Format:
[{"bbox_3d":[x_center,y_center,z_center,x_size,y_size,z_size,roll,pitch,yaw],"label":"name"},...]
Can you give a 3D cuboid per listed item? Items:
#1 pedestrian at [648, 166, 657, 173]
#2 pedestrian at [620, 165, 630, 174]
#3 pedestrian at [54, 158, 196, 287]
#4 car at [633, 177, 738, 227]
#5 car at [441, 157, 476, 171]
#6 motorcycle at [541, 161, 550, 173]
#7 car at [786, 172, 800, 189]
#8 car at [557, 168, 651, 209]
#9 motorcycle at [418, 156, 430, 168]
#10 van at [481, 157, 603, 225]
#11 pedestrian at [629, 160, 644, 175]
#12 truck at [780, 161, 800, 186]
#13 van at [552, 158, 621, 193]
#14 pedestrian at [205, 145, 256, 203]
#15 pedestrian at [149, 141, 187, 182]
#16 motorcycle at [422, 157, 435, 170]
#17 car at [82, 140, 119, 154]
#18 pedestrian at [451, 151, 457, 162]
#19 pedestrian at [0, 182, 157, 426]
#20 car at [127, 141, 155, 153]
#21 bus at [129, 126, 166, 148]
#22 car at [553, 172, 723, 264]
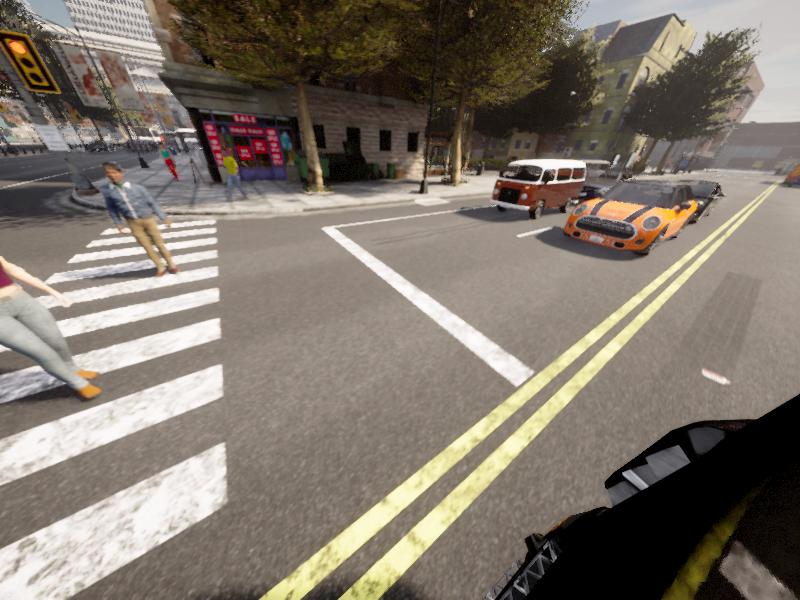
[{"bbox_3d":[43.710,-22.647,40.014,0.500,1.100,0.500,-19,39,-29],"label":"pedestrian"},{"bbox_3d":[34.355,-19.919,35.241,0.500,1.100,0.500,-11,36,-20],"label":"pedestrian"},{"bbox_3d":[-4.380,-1.287,3.920,0.751,1.860,0.751,-18,38,-28],"label":"pedestrian"},{"bbox_3d":[13.094,-4.639,10.560,4.892,1.490,1.837,-19,39,-29],"label":"car"},{"bbox_3d":[8.150,-19.229,32.581,1.895,1.301,4.718,-19,39,-29],"label":"car"},{"bbox_3d":[20.276,-18.639,32.272,0.764,1.277,2.356,8,32,26],"label":"motorcycle"},{"bbox_3d":[47.402,-13.969,26.983,3.705,1.549,1.789,-19,39,-29],"label":"car"},{"bbox_3d":[11.723,-6.543,13.246,5.027,1.651,2.152,-19,39,-29],"label":"car"},{"bbox_3d":[3.097,-17.785,29.818,0.856,1.236,1.805,17,36,21],"label":"motorcycle"},{"bbox_3d":[5.965,-4.766,9.779,4.480,2.038,2.069,-19,39,-29],"label":"van"},{"bbox_3d":[35.249,-19.782,34.401,0.751,1.860,0.751,-25,42,-35],"label":"pedestrian"},{"bbox_3d":[54.842,-17.421,30.660,8.468,3.827,2.891,-19,39,-29],"label":"truck"},{"bbox_3d":[14.372,-9.938,18.251,1.775,1.987,4.442,4,33,3],"label":"van"},{"bbox_3d":[-6.430,-4.824,8.880,0.751,1.860,0.751,8,34,8],"label":"pedestrian"},{"bbox_3d":[-12.646,-7.581,12.652,0.751,1.860,0.751,-17,38,-27],"label":"pedestrian"},{"bbox_3d":[3.605,-17.225,29.077,0.803,1.145,2.033,25,38,15],"label":"motorcycle"},{"bbox_3d":[-43.508,-22.369,33.709,1.837,1.490,4.892,-18,39,-29],"label":"car"},{"bbox_3d":[11.291,-30.031,48.371,0.751,1.860,0.751,-19,39,-30],"label":"pedestrian"},{"bbox_3d":[-3.198,0.106,1.881,0.751,1.860,0.751,5,33,4],"label":"pedestrian"},{"bbox_3d":[-43.391,-25.764,38.844,2.038,1.542,4.974,-18,39,-29],"label":"car"},{"bbox_3d":[-65.974,-42.756,60.668,3.944,4.253,10.273,-18,39,-29],"label":"bus"},{"bbox_3d":[7.246,-2.781,7.072,4.553,1.767,2.097,-19,39,-29],"label":"car"}]
